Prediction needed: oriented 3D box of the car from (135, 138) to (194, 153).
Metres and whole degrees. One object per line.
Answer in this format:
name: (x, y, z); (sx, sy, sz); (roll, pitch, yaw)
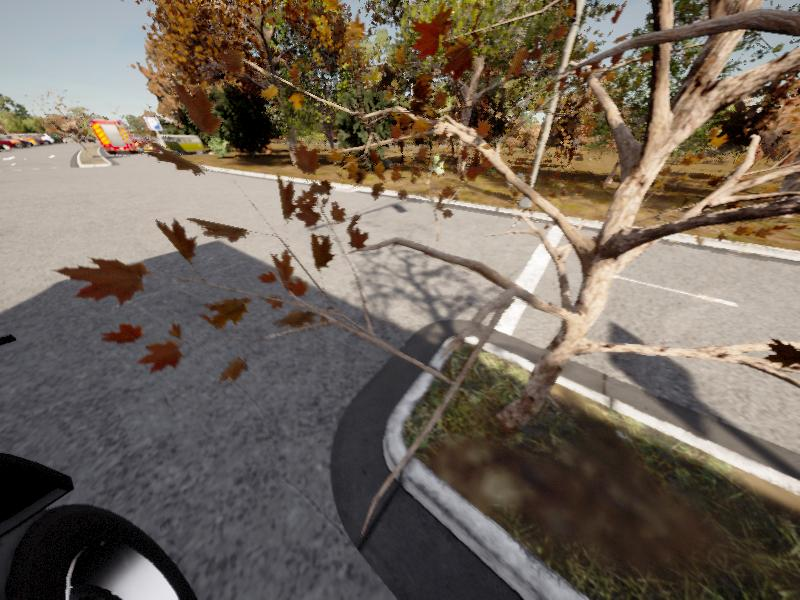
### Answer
car: (-32.562, -21.524, 32.193); (1.946, 1.575, 5.366); (14, 37, 18)

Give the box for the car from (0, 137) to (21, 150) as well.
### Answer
car: (-61.066, -22.962, 34.016); (2.097, 1.535, 5.008); (15, 39, 20)

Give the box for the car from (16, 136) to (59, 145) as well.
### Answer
car: (-83.899, -36.977, 53.548); (2.097, 1.535, 5.008); (16, 39, 22)

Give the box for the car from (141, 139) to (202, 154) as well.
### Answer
car: (-30.239, -20.553, 30.854); (1.946, 1.575, 5.366); (14, 37, 18)

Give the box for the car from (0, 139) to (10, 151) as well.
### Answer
car: (-56.798, -20.472, 30.547); (2.097, 1.535, 5.008); (14, 39, 20)

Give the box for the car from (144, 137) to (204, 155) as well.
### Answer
car: (-28.125, -19.379, 29.006); (2.185, 1.767, 4.553); (14, 37, 18)

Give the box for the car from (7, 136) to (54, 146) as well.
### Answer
car: (-79.797, -34.414, 49.978); (2.097, 1.535, 5.008); (16, 39, 22)

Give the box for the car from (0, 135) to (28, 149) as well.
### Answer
car: (-65.286, -25.589, 37.463); (2.185, 1.767, 4.553); (16, 39, 20)

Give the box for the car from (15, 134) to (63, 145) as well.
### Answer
car: (-85.955, -38.446, 55.164); (2.435, 2.045, 5.566); (17, 39, 22)

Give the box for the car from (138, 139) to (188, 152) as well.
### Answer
car: (-34.673, -22.760, 33.990); (2.002, 1.452, 4.674); (14, 37, 19)

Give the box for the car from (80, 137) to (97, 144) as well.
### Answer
car: (-79.188, -40.552, 58.766); (1.895, 1.301, 4.718); (-28, 44, -34)

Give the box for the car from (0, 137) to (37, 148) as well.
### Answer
car: (-69.492, -28.012, 41.057); (2.097, 1.535, 5.008); (16, 39, 21)

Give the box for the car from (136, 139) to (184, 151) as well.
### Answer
car: (-36.836, -23.940, 35.631); (2.002, 1.452, 4.674); (14, 37, 19)

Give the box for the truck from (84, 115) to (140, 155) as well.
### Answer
truck: (-37.978, -21.728, 30.468); (8.468, 3.827, 2.891); (28, 44, 33)

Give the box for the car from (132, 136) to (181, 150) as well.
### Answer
car: (-38.996, -25.251, 37.168); (2.185, 1.767, 4.553); (15, 37, 19)

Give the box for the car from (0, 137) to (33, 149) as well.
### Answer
car: (-67.390, -26.748, 39.297); (2.231, 1.521, 4.892); (16, 39, 21)

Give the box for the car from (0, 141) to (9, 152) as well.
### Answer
car: (-54.628, -19.462, 28.707); (2.435, 2.045, 5.566); (14, 39, 20)

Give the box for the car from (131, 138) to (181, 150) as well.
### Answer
car: (-41.048, -26.459, 39.065); (1.946, 1.575, 5.366); (15, 37, 19)

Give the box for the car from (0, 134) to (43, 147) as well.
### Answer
car: (-73.576, -30.815, 44.574); (1.878, 1.987, 4.442); (16, 39, 22)

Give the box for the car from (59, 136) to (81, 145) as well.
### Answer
car: (-81.408, -39.478, 57.055); (2.242, 1.667, 4.611); (-28, 44, -34)

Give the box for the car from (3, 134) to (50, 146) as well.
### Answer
car: (-77.695, -33.379, 48.147); (1.878, 1.987, 4.442); (16, 39, 22)

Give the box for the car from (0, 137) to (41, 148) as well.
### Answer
car: (-71.635, -29.193, 42.702); (1.946, 1.575, 5.366); (16, 39, 21)

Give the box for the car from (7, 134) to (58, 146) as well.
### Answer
car: (-81.856, -35.884, 51.596); (2.435, 2.045, 5.566); (17, 39, 22)

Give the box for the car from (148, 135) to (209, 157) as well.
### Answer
car: (-25.941, -18.266, 27.284); (1.878, 1.987, 4.442); (14, 37, 17)
